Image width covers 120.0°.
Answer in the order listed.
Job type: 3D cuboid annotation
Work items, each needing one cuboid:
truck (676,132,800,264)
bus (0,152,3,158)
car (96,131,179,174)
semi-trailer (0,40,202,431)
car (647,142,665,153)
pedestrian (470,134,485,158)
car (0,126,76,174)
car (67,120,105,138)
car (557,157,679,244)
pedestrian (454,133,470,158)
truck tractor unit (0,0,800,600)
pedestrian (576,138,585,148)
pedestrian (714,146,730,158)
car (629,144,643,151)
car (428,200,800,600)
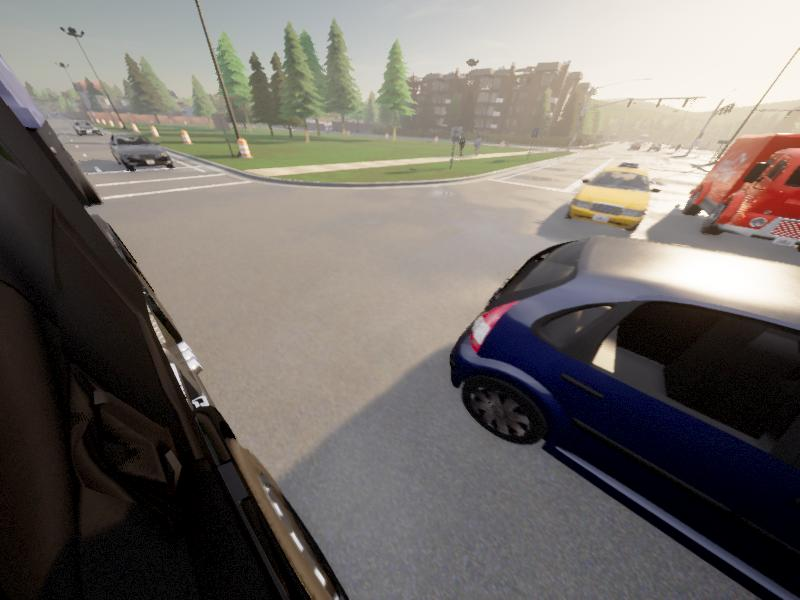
[{"bbox_3d":[10.793,-3.191,6.562,2.627,2.467,5.204,28,44,30],"label":"truck"},{"bbox_3d":[-20.677,-7.269,8.543,10.273,4.253,3.944,28,43,30],"label":"bus"},{"bbox_3d":[-13.429,-7.634,11.828,4.193,1.474,1.816,28,43,30],"label":"car"},{"bbox_3d":[-8.705,-3.593,4.232,14.254,4.402,2.717,28,43,30],"label":"semi-trailer"},{"bbox_3d":[59.341,-35.470,53.591,1.905,1.878,3.866,28,43,30],"label":"car"},{"bbox_3d":[7.445,-14.846,22.245,0.751,1.860,0.751,32,46,33],"label":"pedestrian"},{"bbox_3d":[-18.052,-7.405,11.194,4.902,1.511,2.128,28,44,30],"label":"car"},{"bbox_3d":[-36.202,-19.745,26.640,3.806,1.475,1.970,28,43,30],"label":"car"},{"bbox_3d":[7.170,-3.632,7.685,1.801,1.575,5.366,28,44,30],"label":"car"},{"bbox_3d":[5.689,-14.128,21.167,0.751,1.860,0.751,32,46,33],"label":"pedestrian"},{"bbox_3d":[-2.645,-0.295,0.351,6.516,4.208,3.053,28,44,30],"label":"truck tractor unit"},{"bbox_3d":[38.518,-33.501,49.316,0.751,1.860,0.751,-20,42,-28],"label":"pedestrian"},{"bbox_3d":[58.523,-26.912,42.003,0.751,1.860,0.751,20,40,21],"label":"pedestrian"},{"bbox_3d":[57.012,-36.917,55.858,1.895,1.301,4.718,28,43,30],"label":"car"},{"bbox_3d":[2.439,0.757,1.460,3.988,1.617,1.851,28,43,30],"label":"car"}]
